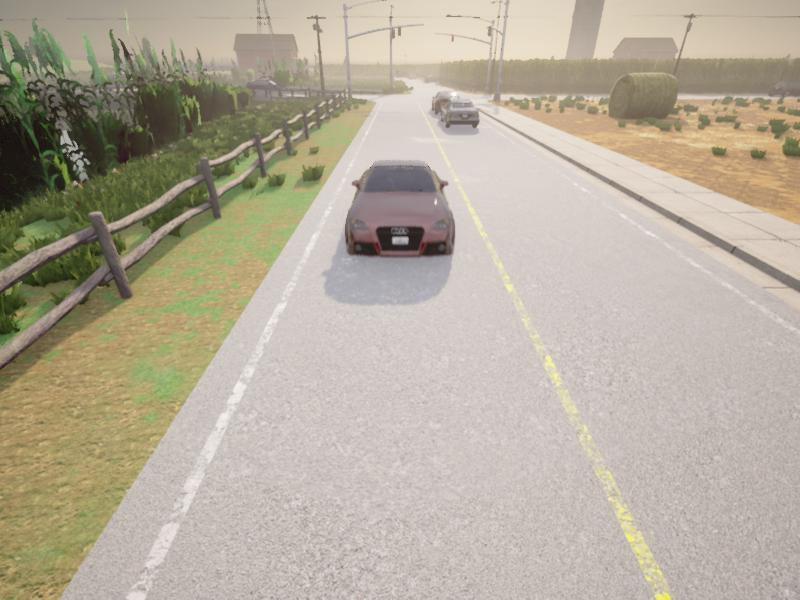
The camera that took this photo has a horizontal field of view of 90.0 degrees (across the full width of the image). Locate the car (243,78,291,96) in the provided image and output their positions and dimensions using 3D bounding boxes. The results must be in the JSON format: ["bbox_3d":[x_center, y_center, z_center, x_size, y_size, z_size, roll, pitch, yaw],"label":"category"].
[{"bbox_3d":[-14.790,-23.866,44.779,4.674,1.442,1.812,4,30,1],"label":"car"}]

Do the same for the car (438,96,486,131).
[{"bbox_3d":[3.506,-11.156,23.757,2.033,1.411,5.357,0,30,0],"label":"car"}]

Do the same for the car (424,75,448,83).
[{"bbox_3d":[7.756,-48.233,87.276,4.792,1.488,2.163,-17,34,-27],"label":"car"}]

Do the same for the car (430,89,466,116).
[{"bbox_3d":[3.506,-14.910,30.103,2.163,1.488,4.792,0,30,0],"label":"car"}]

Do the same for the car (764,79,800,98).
[{"bbox_3d":[45.326,-24.300,45.948,4.553,1.767,2.097,-2,30,-3],"label":"car"}]

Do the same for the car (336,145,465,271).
[{"bbox_3d":[0.004,-2.153,8.356,1.994,1.385,4.181,0,30,0],"label":"car"}]
